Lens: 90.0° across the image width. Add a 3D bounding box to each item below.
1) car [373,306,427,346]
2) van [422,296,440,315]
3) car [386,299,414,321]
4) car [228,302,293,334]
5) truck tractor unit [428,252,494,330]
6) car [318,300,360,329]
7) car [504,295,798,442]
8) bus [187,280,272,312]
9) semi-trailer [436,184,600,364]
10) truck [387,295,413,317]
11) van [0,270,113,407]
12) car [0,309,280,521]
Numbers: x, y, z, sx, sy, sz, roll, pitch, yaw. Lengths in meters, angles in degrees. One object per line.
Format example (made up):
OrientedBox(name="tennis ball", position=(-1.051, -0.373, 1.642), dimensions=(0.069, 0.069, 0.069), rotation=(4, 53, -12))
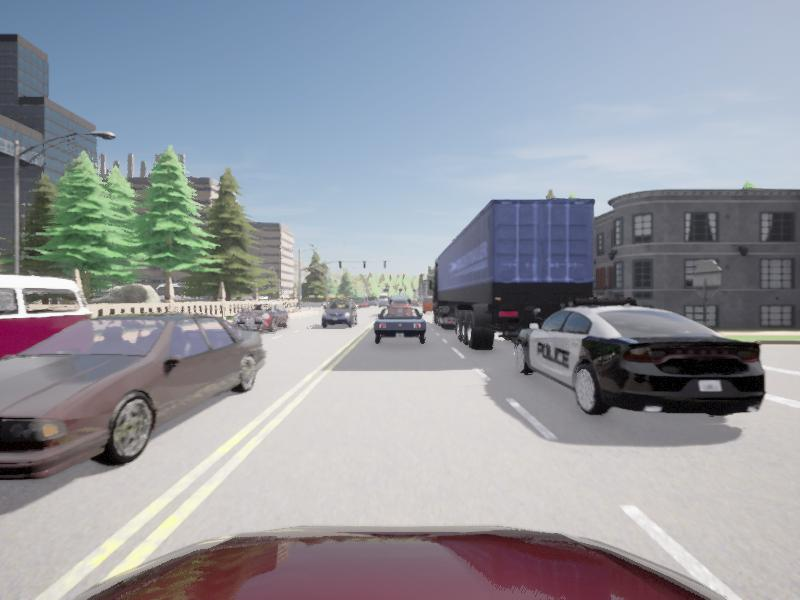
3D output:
OrientedBox(name="car", position=(0.001, 0.942, 16.303), dimensions=(1.895, 1.301, 4.718), rotation=(0, 0, 0))
OrientedBox(name="van", position=(3.511, 0.593, 45.834), dimensions=(1.775, 1.987, 4.442), rotation=(0, 0, 0))
OrientedBox(name="car", position=(0.003, 0.776, 32.990), dimensions=(2.152, 1.651, 5.027), rotation=(0, 0, 0))
OrientedBox(name="car", position=(-6.997, 0.851, 20.464), dimensions=(1.970, 1.475, 3.806), rotation=(0, 0, 0))
OrientedBox(name="truck tractor unit", position=(3.503, -0.526, 24.801), dimensions=(3.053, 4.208, 6.516), rotation=(0, 0, 0))
OrientedBox(name="car", position=(-3.500, 0.786, 23.648), dimensions=(1.851, 1.617, 3.988), rotation=(0, 0, 0))
OrientedBox(name="car", position=(3.500, 0.770, 7.102), dimensions=(1.930, 1.638, 5.238), rotation=(0, 0, 0))
OrientedBox(name="bus", position=(-23.759, -0.540, 56.335), dimensions=(10.273, 4.253, 3.944), rotation=(0, 0, 0))
OrientedBox(name="semi-trailer", position=(3.513, -0.619, 16.891), dimensions=(2.717, 4.402, 14.254), rotation=(0, 0, 0))
OrientedBox(name="truck", position=(0.003, 0.538, 40.480), dimensions=(2.390, 2.098, 6.274), rotation=(0, 0, 0))
OrientedBox(name="van", position=(-7.000, 0.571, 6.076), dimensions=(2.069, 2.038, 4.480), rotation=(0, 0, 0))
OrientedBox(name="car", position=(-3.501, 0.894, 5.572), dimensions=(2.033, 1.411, 5.357), rotation=(0, 0, 0))
